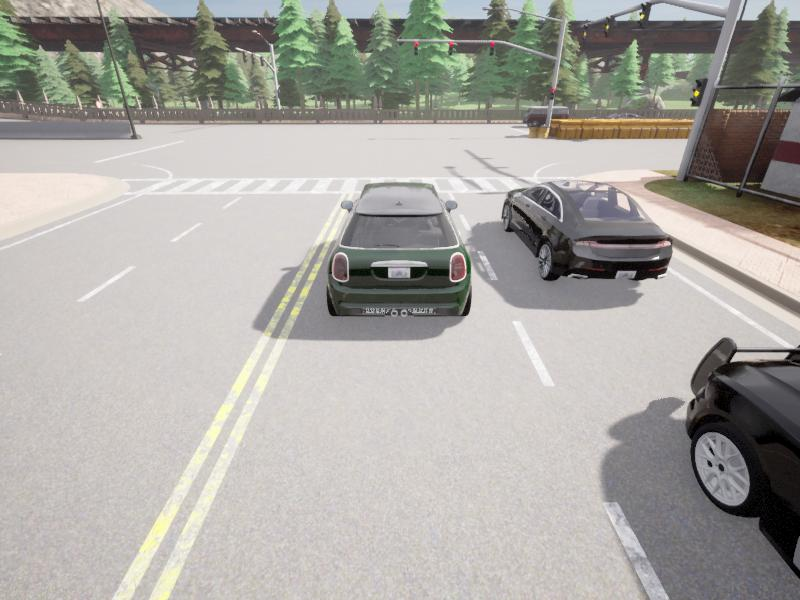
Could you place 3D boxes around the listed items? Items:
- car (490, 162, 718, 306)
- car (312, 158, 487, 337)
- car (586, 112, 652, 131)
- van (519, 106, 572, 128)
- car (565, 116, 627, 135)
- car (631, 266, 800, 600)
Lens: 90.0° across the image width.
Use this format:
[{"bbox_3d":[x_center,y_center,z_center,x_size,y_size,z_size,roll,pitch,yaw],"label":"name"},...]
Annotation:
[{"bbox_3d":[3.489,-1.691,8.263,2.128,1.511,4.902,0,27,0],"label":"car"},{"bbox_3d":[-0.013,-1.315,7.219,2.097,1.767,4.553,0,27,0],"label":"car"},{"bbox_3d":[20.690,-16.936,37.960,4.902,1.511,2.128,-1,27,-2],"label":"car"},{"bbox_3d":[14.744,-18.657,40.791,4.442,1.987,1.775,-1,27,-2],"label":"van"},{"bbox_3d":[16.946,-15.217,34.766,4.181,1.385,1.994,-1,27,-2],"label":"car"},{"bbox_3d":[3.501,1.619,1.672,1.930,1.638,5.238,0,27,0],"label":"car"}]
